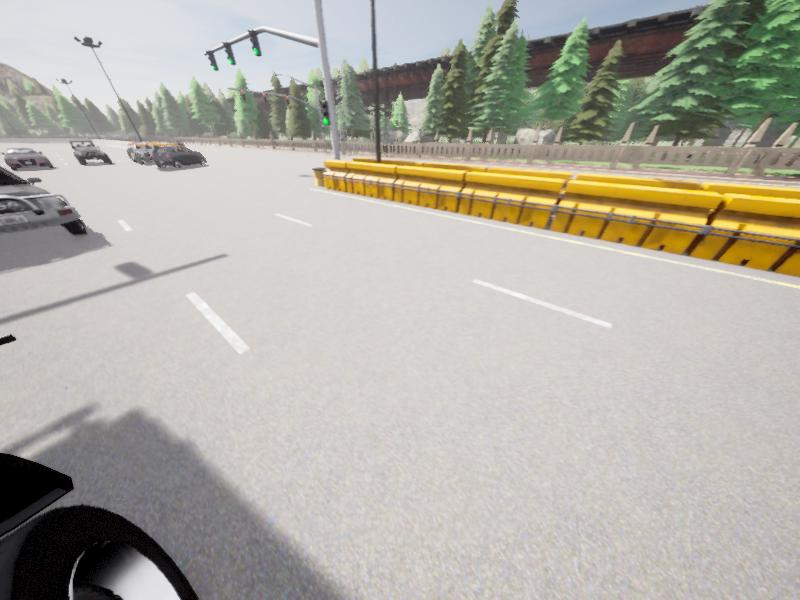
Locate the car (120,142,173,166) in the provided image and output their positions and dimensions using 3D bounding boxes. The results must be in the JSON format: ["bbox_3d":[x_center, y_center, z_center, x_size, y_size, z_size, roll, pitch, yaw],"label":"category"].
[{"bbox_3d":[-24.450,-14.166,22.238,5.027,1.651,2.152,25,42,30],"label":"car"}]

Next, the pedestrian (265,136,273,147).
[{"bbox_3d":[-26.969,-32.631,47.679,0.751,1.860,0.751,26,43,31],"label":"pedestrian"}]

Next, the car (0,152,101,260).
[{"bbox_3d":[-10.329,-2.548,5.776,4.605,1.855,1.932,18,37,24],"label":"car"}]

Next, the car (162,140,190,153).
[{"bbox_3d":[-35.481,-24.366,36.526,3.988,1.617,1.851,25,42,30],"label":"car"}]

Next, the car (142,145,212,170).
[{"bbox_3d":[-18.256,-11.916,19.195,1.845,1.501,3.633,4,36,5],"label":"car"}]

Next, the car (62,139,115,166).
[{"bbox_3d":[-28.200,-13.413,20.923,3.866,1.878,1.905,25,42,30],"label":"car"}]

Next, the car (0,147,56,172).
[{"bbox_3d":[-29.115,-11.042,18.035,4.181,1.385,1.994,25,42,30],"label":"car"}]
